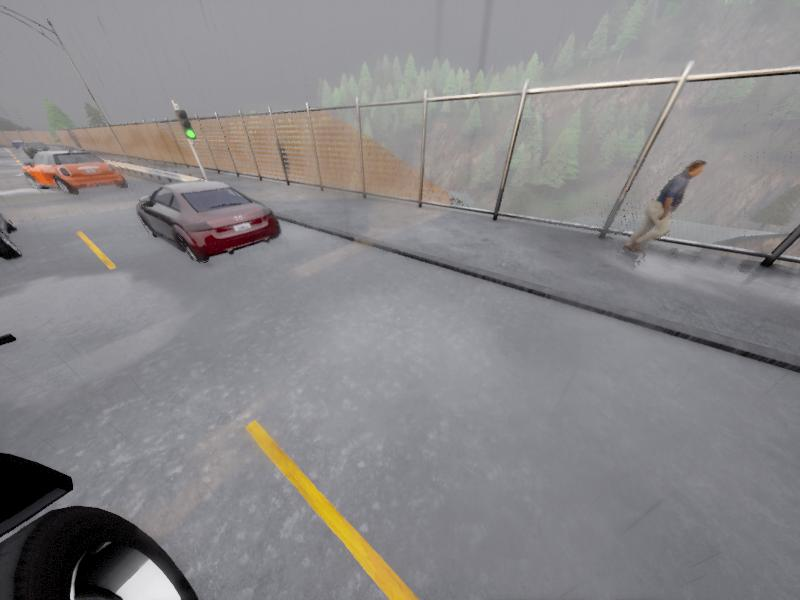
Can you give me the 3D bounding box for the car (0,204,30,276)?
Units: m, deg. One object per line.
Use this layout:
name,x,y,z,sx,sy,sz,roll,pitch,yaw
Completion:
car,-10.345,-1.733,4.880,5.238,1.638,1.930,22,41,28

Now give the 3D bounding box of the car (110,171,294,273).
car,-5.052,-2.280,5.930,4.181,1.385,1.994,22,41,28

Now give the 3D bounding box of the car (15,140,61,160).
car,-42.893,-17.829,27.372,4.553,1.767,2.097,22,41,28

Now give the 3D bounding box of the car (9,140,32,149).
car,-77.834,-31.918,47.357,5.008,1.535,1.882,22,41,28

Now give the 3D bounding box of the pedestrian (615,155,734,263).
pedestrian,5.406,-1.851,4.743,0.751,1.860,0.751,25,42,31

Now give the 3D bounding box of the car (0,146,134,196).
car,-16.362,-6.463,11.419,4.553,1.767,2.097,13,37,18
